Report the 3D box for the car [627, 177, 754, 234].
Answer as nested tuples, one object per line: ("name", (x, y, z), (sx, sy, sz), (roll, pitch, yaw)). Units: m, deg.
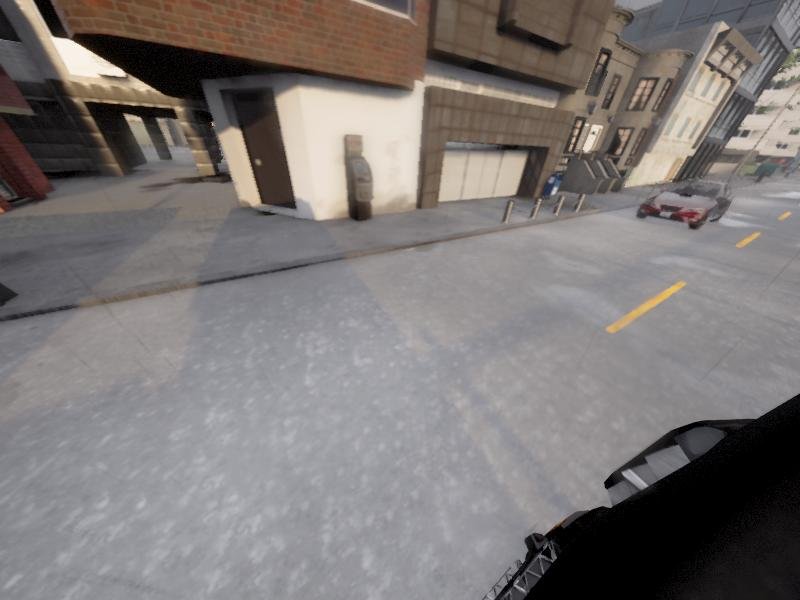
("car", (11.310, -3.834, 9.011), (4.193, 1.474, 1.816), (-16, 38, -26))
